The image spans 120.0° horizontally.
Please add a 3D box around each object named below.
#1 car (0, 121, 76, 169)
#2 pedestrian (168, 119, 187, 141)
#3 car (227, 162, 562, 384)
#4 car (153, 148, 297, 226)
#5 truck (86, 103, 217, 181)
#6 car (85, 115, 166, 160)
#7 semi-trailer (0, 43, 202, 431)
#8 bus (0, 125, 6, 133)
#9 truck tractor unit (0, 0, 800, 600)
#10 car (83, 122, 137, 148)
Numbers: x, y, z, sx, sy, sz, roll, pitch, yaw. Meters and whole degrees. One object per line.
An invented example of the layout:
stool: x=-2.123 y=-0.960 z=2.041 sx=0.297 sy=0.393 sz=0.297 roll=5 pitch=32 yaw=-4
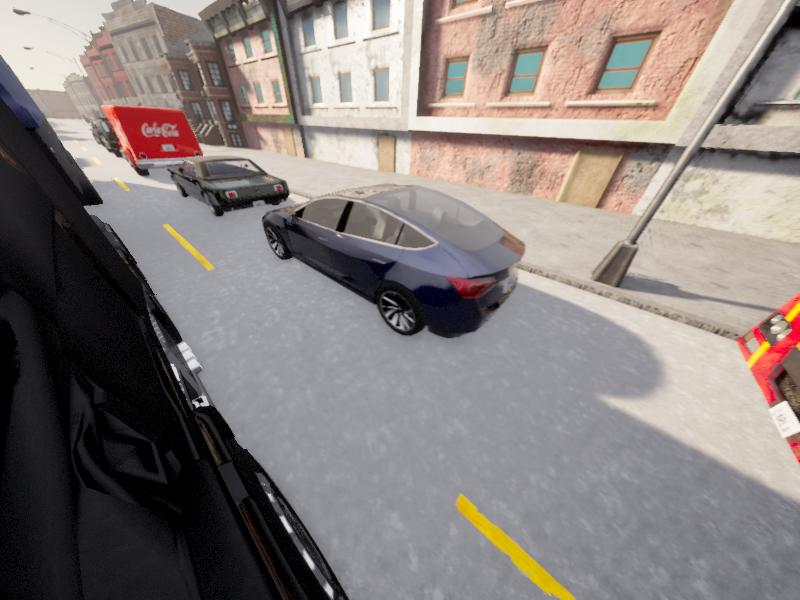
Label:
car: x=-18.904 y=-7.924 z=11.661 sx=4.611 sy=1.667 sz=2.242 roll=28 pitch=44 yaw=30
pedestrian: x=-23.793 y=-18.207 z=24.732 sx=0.751 sy=1.860 sz=0.751 roll=31 pitch=45 yaw=32
car: x=-0.487 y=-1.147 z=3.915 sx=4.792 sy=1.488 sz=2.163 roll=28 pitch=44 yaw=30
car: x=-5.561 y=-3.772 z=7.260 sx=4.718 sy=1.301 sz=1.895 roll=28 pitch=43 yaw=29
truck: x=-11.634 y=-7.502 z=10.884 sx=5.204 sy=2.467 sz=2.627 roll=28 pitch=44 yaw=30
car: x=-18.156 y=-10.812 z=15.255 sx=5.566 sy=2.045 sz=2.150 roll=28 pitch=44 yaw=30
semi-trailer: x=-8.699 y=-3.604 z=4.228 sx=14.254 sy=4.402 sz=2.717 roll=28 pitch=44 yaw=30
bus: x=-49.513 y=-19.023 z=22.424 sx=3.944 sy=4.253 sz=10.273 roll=20 pitch=40 yaw=22
truck tractor unit: x=-2.645 y=-0.295 z=0.351 sx=6.516 sy=4.208 sz=3.053 roll=28 pitch=44 yaw=30
car: x=-24.454 y=-13.940 z=19.477 sx=4.514 sy=1.525 sz=2.007 roll=28 pitch=44 yaw=30
